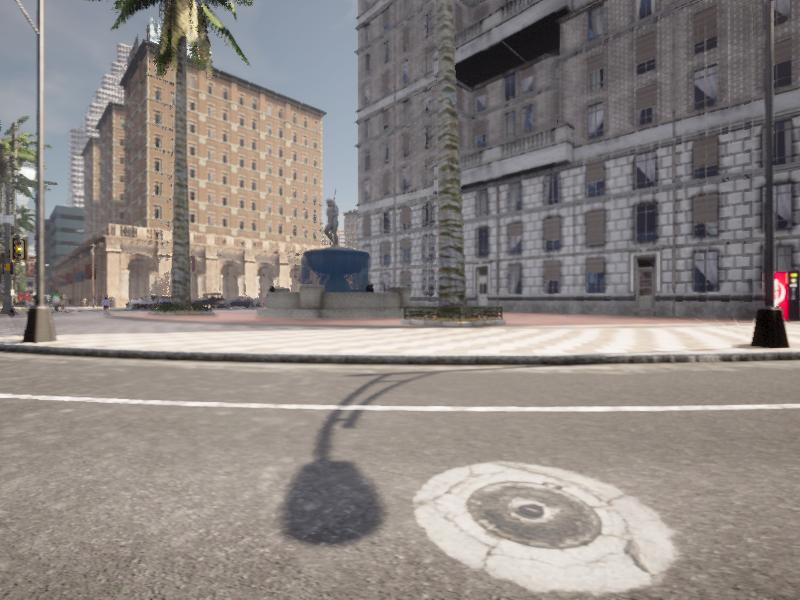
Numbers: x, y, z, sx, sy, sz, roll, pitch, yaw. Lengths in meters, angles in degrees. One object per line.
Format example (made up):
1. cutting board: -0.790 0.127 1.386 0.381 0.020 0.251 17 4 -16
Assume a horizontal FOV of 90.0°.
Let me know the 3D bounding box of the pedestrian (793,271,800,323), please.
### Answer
1. pedestrian: 14.659 -0.101 14.190 0.751 1.860 0.751 0 0 -19

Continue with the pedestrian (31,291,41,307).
1. pedestrian: -43.664 -0.085 48.007 0.751 1.860 0.751 0 0 33

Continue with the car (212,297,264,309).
1. car: -19.091 0.328 47.360 5.357 1.411 2.033 0 0 -44

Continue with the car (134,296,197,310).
1. car: -24.536 0.323 42.015 5.357 1.411 2.033 0 0 -44

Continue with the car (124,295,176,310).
1. car: -27.493 0.258 44.065 4.514 1.525 2.007 0 0 -43

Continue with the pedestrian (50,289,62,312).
1. pedestrian: -28.481 0.058 33.151 0.751 1.860 0.751 0 0 -41

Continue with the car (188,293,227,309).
1. car: -23.188 0.079 48.245 3.866 1.878 1.905 0 0 -44

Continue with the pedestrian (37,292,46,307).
1. pedestrian: -43.751 -0.085 48.867 0.751 1.860 0.751 0 0 44

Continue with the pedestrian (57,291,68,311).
1. pedestrian: -31.429 0.061 37.223 0.751 1.860 0.751 0 0 -42
